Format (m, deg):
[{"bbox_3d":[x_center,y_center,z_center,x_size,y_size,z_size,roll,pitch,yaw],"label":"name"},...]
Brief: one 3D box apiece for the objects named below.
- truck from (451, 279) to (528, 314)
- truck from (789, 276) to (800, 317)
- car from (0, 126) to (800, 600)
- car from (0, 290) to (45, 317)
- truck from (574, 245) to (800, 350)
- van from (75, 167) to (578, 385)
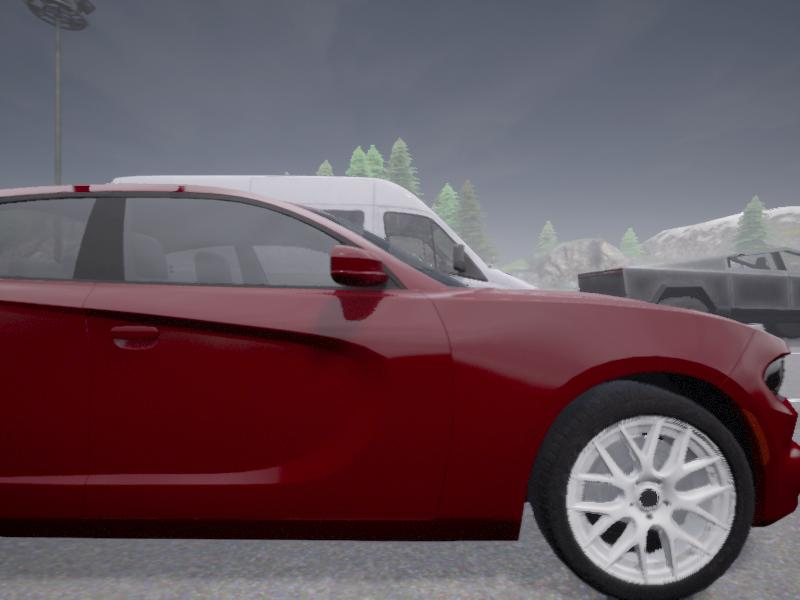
[{"bbox_3d":[6.615,-0.237,30.202,5.204,2.467,2.627,0,0,0],"label":"truck"},{"bbox_3d":[26.438,-0.237,23.202,5.204,2.467,2.627,0,0,0],"label":"truck"},{"bbox_3d":[-0.810,0.222,2.201,5.008,1.535,1.882,0,0,0],"label":"car"},{"bbox_3d":[-23.926,0.212,23.199,5.008,1.535,1.882,0,0,0],"label":"car"},{"bbox_3d":[7.672,-0.054,9.201,6.274,2.098,2.390,0,0,0],"label":"truck"},{"bbox_3d":[-0.869,-0.279,5.698,5.915,2.561,1.988,0,0,0],"label":"van"}]
